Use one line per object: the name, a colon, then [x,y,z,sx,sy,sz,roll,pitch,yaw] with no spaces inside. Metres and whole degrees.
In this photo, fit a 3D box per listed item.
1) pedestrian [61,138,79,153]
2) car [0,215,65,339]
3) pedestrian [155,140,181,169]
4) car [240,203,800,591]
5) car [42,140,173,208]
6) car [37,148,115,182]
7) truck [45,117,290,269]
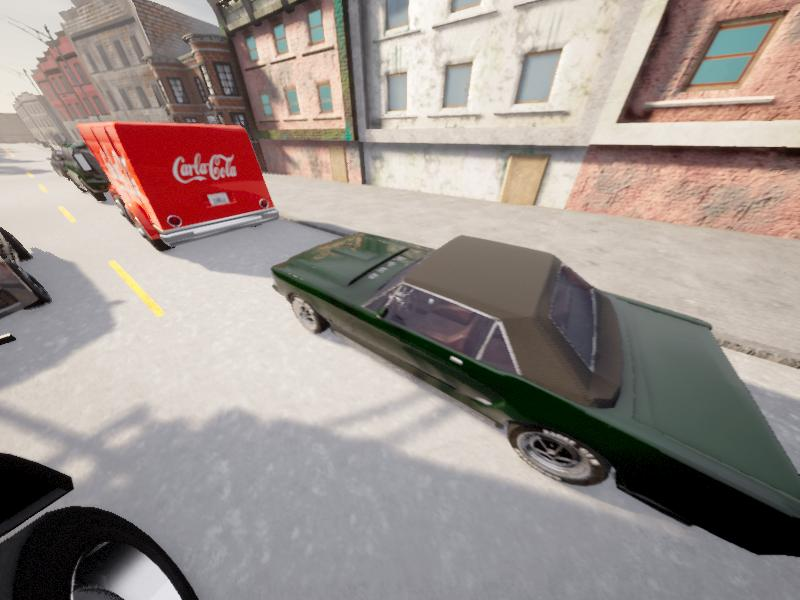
pedestrian: [-49.467,-23.238,34.652,0.751,1.860,0.751,25,42,31]
car: [-7.595,-0.633,3.301,4.611,1.667,2.242,21,40,27]
pedestrian: [-18.203,-11.448,18.172,0.751,1.860,0.751,-22,41,-28]
car: [0.522,0.022,2.760,4.718,1.301,1.895,22,40,27]
car: [-13.036,-5.818,10.288,5.566,2.045,2.150,22,41,28]
car: [-20.753,-8.728,14.806,4.514,1.525,2.007,22,41,28]
truck: [-6.001,-3.123,6.150,5.204,2.467,2.627,22,41,28]
